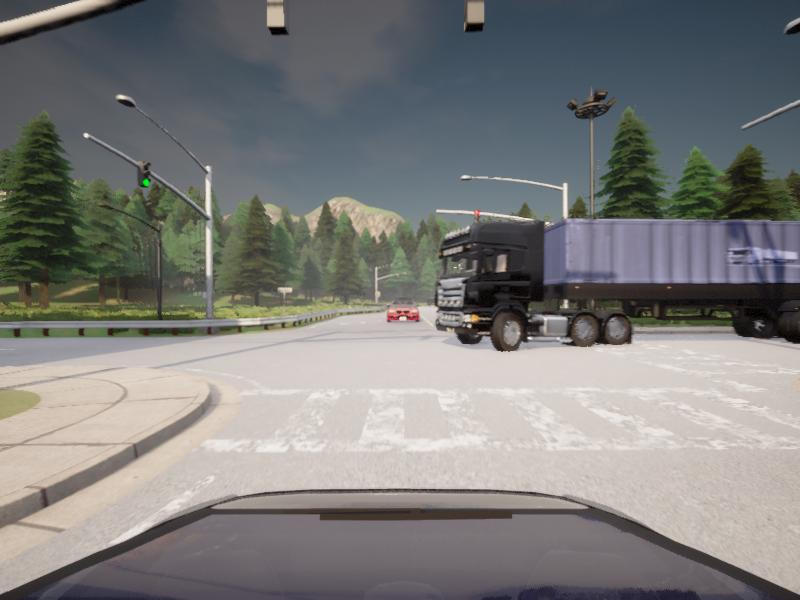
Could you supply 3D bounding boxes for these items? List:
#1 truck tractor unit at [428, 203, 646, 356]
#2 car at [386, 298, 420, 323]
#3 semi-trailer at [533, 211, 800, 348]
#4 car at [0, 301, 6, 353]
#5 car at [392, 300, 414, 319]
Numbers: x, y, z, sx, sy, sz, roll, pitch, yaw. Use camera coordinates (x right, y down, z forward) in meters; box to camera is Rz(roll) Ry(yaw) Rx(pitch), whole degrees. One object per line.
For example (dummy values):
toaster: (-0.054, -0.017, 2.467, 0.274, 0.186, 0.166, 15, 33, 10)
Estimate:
truck tractor unit: (4.565, -0.571, 13.575, 6.516, 4.208, 3.053, 0, 0, -20)
car: (0.227, 0.686, 28.491, 2.242, 1.667, 4.611, 0, 0, 1)
semi-trailer: (12.359, -0.714, 14.466, 14.254, 4.402, 2.717, 0, 0, -2)
car: (-15.221, 0.874, 11.868, 5.238, 1.638, 1.930, 0, 0, 1)
car: (0.277, 0.768, 34.592, 1.816, 1.474, 4.193, 0, 0, 1)
